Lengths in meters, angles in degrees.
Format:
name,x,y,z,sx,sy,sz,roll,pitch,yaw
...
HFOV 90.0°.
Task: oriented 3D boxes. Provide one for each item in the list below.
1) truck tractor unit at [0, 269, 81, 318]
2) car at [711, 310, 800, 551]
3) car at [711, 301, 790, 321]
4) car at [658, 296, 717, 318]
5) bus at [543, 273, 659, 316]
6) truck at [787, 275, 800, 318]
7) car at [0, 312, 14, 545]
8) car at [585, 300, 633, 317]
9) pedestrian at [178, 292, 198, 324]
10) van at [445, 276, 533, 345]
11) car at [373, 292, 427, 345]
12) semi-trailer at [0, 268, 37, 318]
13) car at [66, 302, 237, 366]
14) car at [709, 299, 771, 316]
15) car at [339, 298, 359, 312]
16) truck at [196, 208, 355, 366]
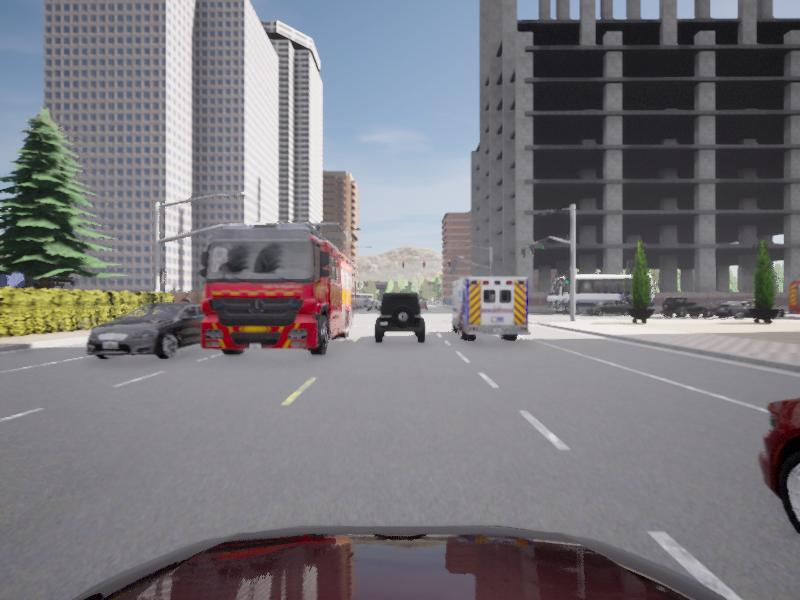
name,x,y,z,sx,sy,sz,roll,pitch,yaw
truck tractor unit,-33.308,-0.530,36.175,6.516,4.208,3.053,0,0,2
car,3.502,0.823,0.779,1.882,1.535,5.008,0,-1,0
car,27.681,0.823,31.736,4.514,1.525,2.007,0,0,0
car,25.244,0.640,35.250,3.866,1.878,1.905,0,0,0
bus,20.896,-0.541,42.160,10.273,4.253,3.944,0,0,0
truck,39.651,-0.328,35.154,8.468,3.827,2.891,0,0,0
car,-3.499,0.827,0.854,1.845,1.501,3.633,0,0,0
car,20.192,0.803,38.785,3.705,1.549,1.789,-1,0,0
pedestrian,-12.802,0.481,24.136,0.751,1.860,0.751,0,0,12
van,3.502,0.375,17.264,2.351,2.431,6.366,0,0,0
car,0.006,0.644,15.951,1.905,1.878,3.866,0,0,0
semi-trailer,-41.215,-0.630,36.246,14.254,4.402,2.717,0,1,0
car,-6.996,0.834,12.115,2.128,1.511,4.902,0,0,0
car,35.723,0.751,42.183,4.611,1.667,2.242,0,0,0
car,-7.139,0.644,56.190,1.932,1.855,4.605,0,0,3
truck,-3.504,-0.323,13.914,2.891,3.827,8.468,0,0,0
